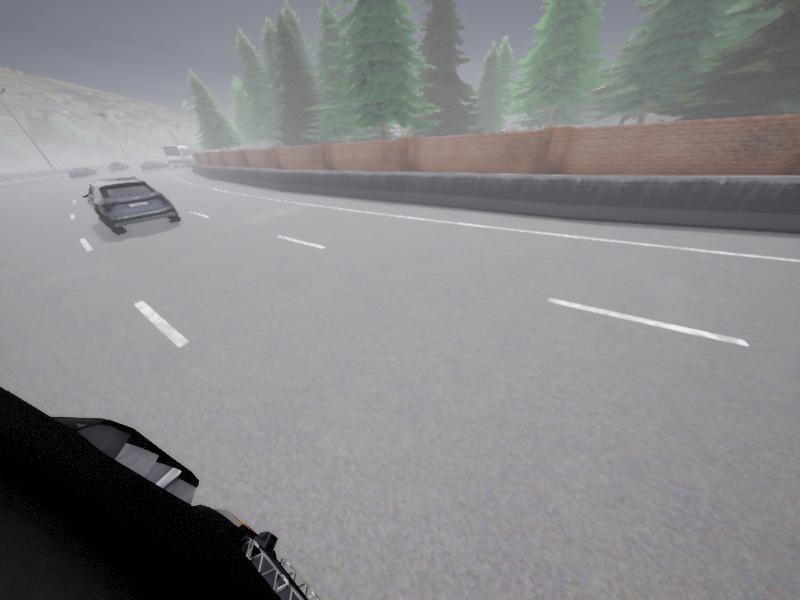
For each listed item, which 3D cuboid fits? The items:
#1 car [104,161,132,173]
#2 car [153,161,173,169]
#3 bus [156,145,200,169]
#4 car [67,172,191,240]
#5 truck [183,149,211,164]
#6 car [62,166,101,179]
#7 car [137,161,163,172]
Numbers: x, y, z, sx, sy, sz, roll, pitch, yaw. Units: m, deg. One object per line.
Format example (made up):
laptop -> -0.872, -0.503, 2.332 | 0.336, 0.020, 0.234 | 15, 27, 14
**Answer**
car -> -59.681, -28.350, 49.021 | 1.932, 1.855, 4.605 | -18, 36, -20
car -> -54.284, -31.010, 53.086 | 1.895, 1.301, 4.718 | -18, 37, -21
bus -> -52.008, -33.960, 54.643 | 3.944, 4.253, 10.273 | -17, 36, -20
car -> -10.639, -3.871, 9.025 | 4.856, 1.649, 2.033 | 21, 41, 31
truck -> -64.315, -45.734, 73.504 | 2.891, 3.827, 8.468 | -11, 35, -11
car -> -51.277, -20.650, 37.347 | 2.033, 1.411, 5.357 | -22, 38, -25
car -> -49.417, -26.544, 45.772 | 2.152, 1.651, 5.027 | -20, 37, -23
